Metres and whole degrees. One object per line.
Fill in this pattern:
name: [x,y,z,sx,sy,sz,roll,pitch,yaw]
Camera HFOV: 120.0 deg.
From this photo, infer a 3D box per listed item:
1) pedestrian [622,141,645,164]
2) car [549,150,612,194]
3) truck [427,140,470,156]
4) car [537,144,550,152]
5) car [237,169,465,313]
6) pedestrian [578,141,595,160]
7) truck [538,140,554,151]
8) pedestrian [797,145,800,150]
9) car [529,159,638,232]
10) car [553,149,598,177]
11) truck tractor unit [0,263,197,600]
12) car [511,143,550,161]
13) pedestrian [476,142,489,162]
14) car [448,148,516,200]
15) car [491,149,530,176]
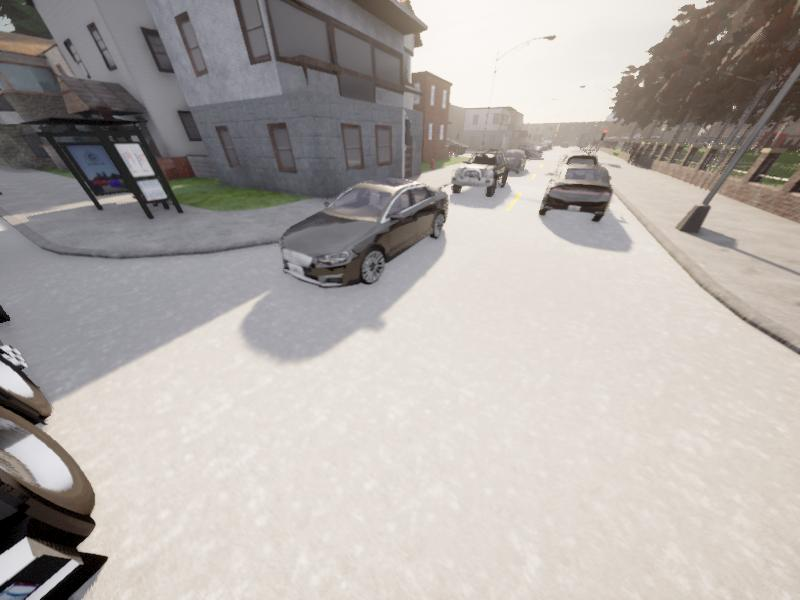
pedestrian: [22.575,-14.268,22.397,0.751,1.860,0.751,17,39,23]
car: [10.005,-7.493,13.225,2.033,1.649,4.856,17,38,23]
truck: [7.935,-25.112,38.095,6.274,2.098,2.390,18,39,24]
car: [31.462,-33.330,50.620,1.812,1.442,4.674,18,39,24]
car: [-0.459,-1.925,5.438,2.128,1.511,4.902,20,40,26]
pedestrian: [21.995,-17.597,27.257,0.751,1.860,0.751,3,35,5]
truck: [36.088,-38.201,56.988,2.390,2.098,6.274,18,39,24]
pedestrian: [79.380,-30.533,45.201,0.751,1.860,0.751,18,39,24]
car: [6.468,-4.154,8.571,2.128,1.511,4.902,18,39,25]
car: [13.491,-10.839,18.092,2.128,1.511,4.902,16,38,22]
truck tractor unit: [-5.110,-0.302,0.780,6.516,4.208,3.053,18,39,24]
car: [17.121,-19.721,30.695,2.033,1.649,4.856,-1,35,-7]
pedestrian: [9.220,-16.619,25.875,0.751,1.860,0.751,26,42,32]
car: [4.292,-6.636,11.832,1.932,1.855,4.605,18,39,25]
car: [9.014,-11.213,18.683,1.837,1.490,4.892,18,39,24]
